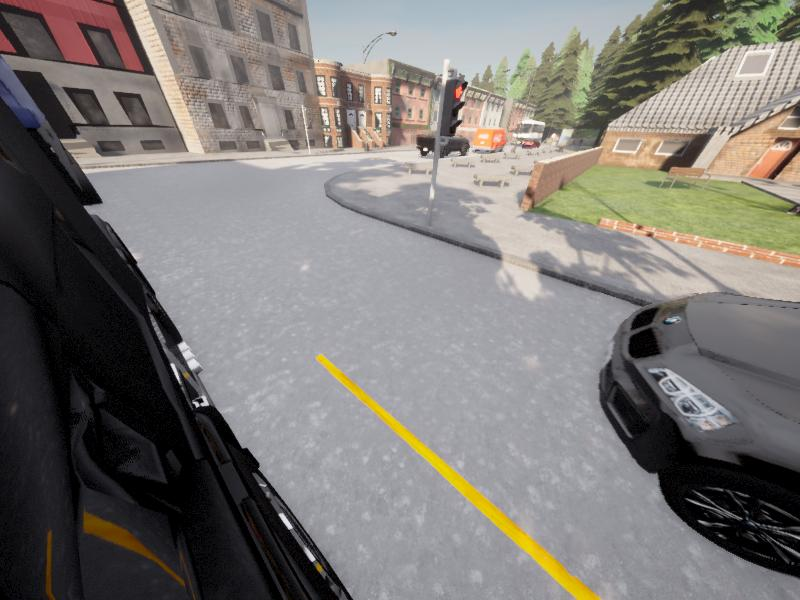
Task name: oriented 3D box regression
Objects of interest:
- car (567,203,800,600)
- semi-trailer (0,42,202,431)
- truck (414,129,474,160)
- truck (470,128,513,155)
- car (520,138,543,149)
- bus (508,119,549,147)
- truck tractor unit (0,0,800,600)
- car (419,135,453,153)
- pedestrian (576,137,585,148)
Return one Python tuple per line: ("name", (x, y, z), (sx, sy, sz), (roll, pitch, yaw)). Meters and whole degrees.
("car", (3.926, 1.145, 0.971), (4.611, 1.667, 2.242), (30, 45, 31))
("semi-trailer", (-8.700, -3.605, 4.225), (14.254, 4.402, 2.717), (28, 44, 30))
("truck", (4.294, -14.912, 22.098), (2.390, 2.098, 6.274), (29, 44, 31))
("truck", (11.562, -20.041, 29.118), (2.627, 2.467, 5.204), (29, 45, 31))
("car", (23.400, -27.738, 40.933), (2.007, 1.525, 4.514), (29, 44, 31))
("bus", (26.811, -34.579, 48.034), (3.944, 4.253, 10.273), (28, 43, 30))
("truck tractor unit", (-2.645, -0.295, 0.351), (6.516, 4.208, 3.053), (28, 44, 30))
("car", (4.272, -18.369, 27.130), (1.851, 1.617, 3.988), (28, 43, 30))
("pedestrian", (36.864, -32.083, 47.102), (0.751, 1.860, 0.751), (27, 43, 29))
